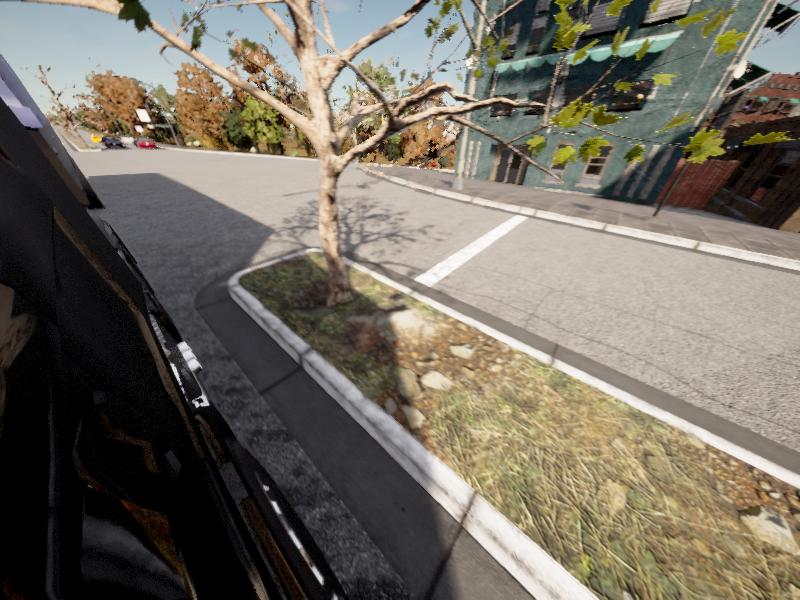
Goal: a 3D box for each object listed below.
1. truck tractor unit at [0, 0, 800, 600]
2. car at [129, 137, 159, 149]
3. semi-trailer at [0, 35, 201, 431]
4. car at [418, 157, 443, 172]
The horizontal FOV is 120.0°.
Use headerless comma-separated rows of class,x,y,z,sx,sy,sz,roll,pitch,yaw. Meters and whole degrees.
truck tractor unit,-2.645,-0.295,0.351,6.516,4.208,3.053,28,44,30
car,-38.157,-23.411,34.422,4.181,1.385,1.994,26,42,31
semi-trailer,-8.716,-3.538,4.292,14.254,4.402,2.717,27,43,30
car,5.257,-23.452,39.895,3.866,1.878,1.905,-21,40,-37
